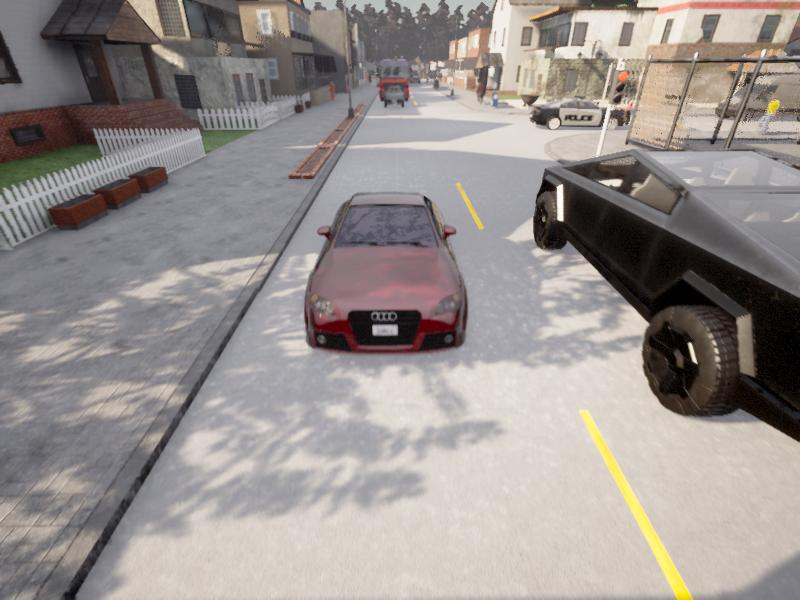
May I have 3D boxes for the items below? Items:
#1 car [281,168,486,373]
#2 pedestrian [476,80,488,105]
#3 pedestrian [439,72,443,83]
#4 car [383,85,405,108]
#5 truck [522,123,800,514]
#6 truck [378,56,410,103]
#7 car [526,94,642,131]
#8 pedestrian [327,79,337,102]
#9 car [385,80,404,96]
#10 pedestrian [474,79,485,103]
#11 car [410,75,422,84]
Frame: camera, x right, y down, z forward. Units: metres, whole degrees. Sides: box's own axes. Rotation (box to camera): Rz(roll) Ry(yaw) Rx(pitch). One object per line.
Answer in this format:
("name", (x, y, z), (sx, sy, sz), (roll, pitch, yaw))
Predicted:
("car", (-0.183, -0.824, 6.048), (1.994, 1.385, 4.181), (0, 30, 0))
("pedestrian", (7.030, -17.800, 34.301), (0.751, 1.860, 0.751), (4, 31, 6))
("pedestrian", (8.215, -44.747, 80.359), (0.751, 1.860, 0.751), (-1, 30, -1))
("car", (-0.486, -17.433, 34.241), (1.789, 1.549, 3.705), (0, 30, -1))
("truck", (3.815, -0.817, 5.316), (2.390, 2.098, 6.274), (0, 30, 0))
("truck", (-0.579, -22.593, 40.810), (2.891, 3.827, 8.468), (0, 30, 0))
("car", (9.905, -10.319, 22.008), (5.238, 1.638, 1.930), (2, 30, 4))
("pedestrian", (-6.216, -19.171, 36.646), (0.751, 1.860, 0.751), (-1, 30, -2))
("car", (-0.657, -25.880, 48.744), (2.163, 1.488, 4.792), (0, 30, 0))
("pedestrian", (7.175, -18.952, 36.268), (0.751, 1.860, 0.751), (4, 31, 7))
("car", (3.022, -42.921, 77.814), (2.038, 1.542, 4.974), (0, 30, -1))
